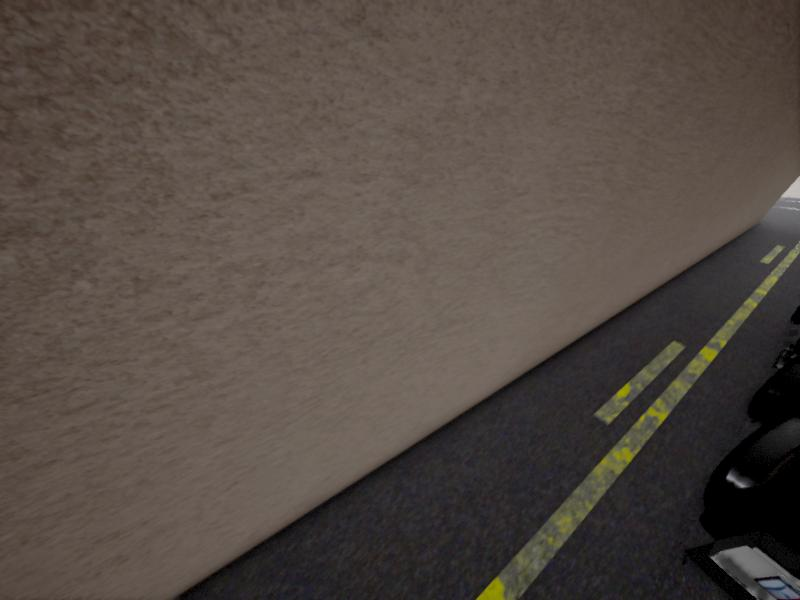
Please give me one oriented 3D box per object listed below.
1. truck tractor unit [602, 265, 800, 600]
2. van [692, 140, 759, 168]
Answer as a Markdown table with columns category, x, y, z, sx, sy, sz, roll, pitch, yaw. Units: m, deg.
| category | x | y | z | sx | sy | sz | roll | pitch | yaw |
| --- | --- | --- | --- | --- | --- | --- | --- | --- | --- |
| truck tractor unit | 5.111 | -0.300 | 0.779 | 6.516 | 4.208 | 3.053 | -18 | 39 | -24 |
| van | 36.249 | -16.401 | 25.758 | 6.366 | 2.431 | 2.351 | -17 | 38 | -23 |
